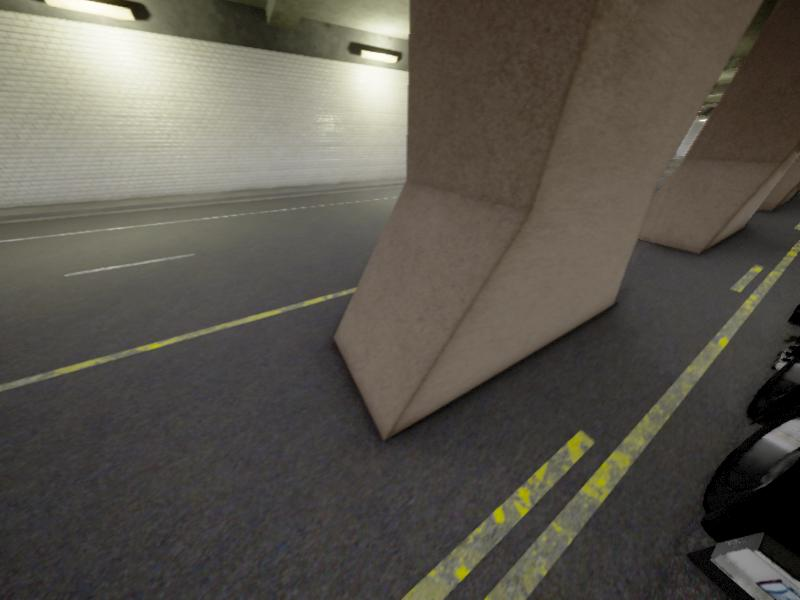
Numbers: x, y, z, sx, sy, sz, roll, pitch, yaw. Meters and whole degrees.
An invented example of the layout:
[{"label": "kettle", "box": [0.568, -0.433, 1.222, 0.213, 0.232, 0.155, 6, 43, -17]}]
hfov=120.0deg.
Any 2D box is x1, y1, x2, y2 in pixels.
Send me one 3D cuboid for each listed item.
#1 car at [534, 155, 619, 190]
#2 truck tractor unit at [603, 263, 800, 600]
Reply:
[{"label": "car", "box": [10.866, -7.963, 14.258, 4.892, 1.490, 1.837, -18, 39, -24]}, {"label": "truck tractor unit", "box": [5.107, -0.304, 0.796, 6.516, 4.208, 3.053, -18, 38, -24]}]
